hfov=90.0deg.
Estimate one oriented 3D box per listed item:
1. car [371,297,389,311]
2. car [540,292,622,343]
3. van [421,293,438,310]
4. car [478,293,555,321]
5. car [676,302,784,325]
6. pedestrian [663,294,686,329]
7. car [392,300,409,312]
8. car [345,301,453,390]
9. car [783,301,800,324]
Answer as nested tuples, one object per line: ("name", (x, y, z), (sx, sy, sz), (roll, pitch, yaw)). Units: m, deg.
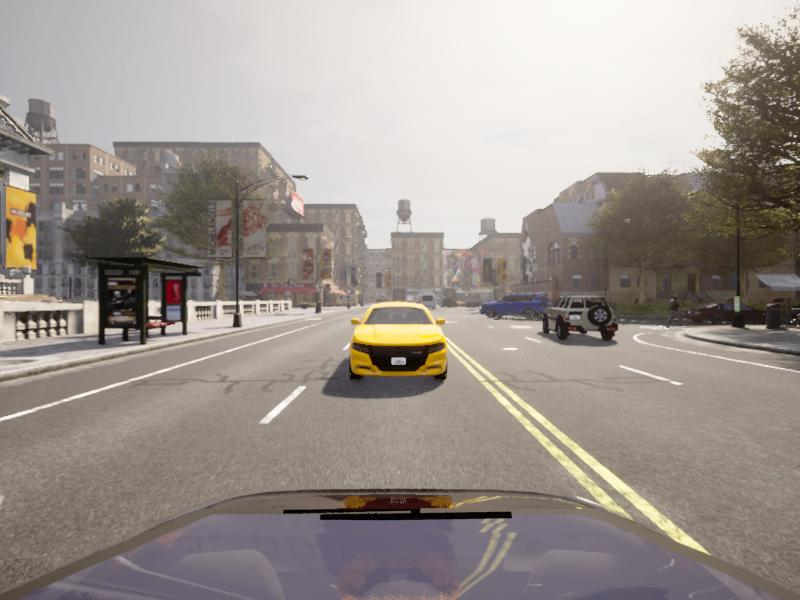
("car", (-2.907, 0.552, 58.375), (1.932, 1.855, 4.605), (0, 1, 7))
("car", (7.342, 0.624, 16.779), (1.932, 1.855, 4.605), (0, 0, 9))
("van", (4.529, 0.222, 60.927), (1.988, 2.561, 5.915), (0, 0, 10))
("car", (9.374, 0.512, 32.388), (5.566, 2.045, 2.150), (0, 1, 37))
("car", (21.387, 0.851, 26.084), (5.357, 1.411, 2.033), (0, 0, 0))
("pedestrian", (14.991, 0.601, 21.826), (0.751, 1.860, 0.751), (0, 0, -21))
("car", (0.119, 0.743, 51.757), (2.007, 1.525, 4.514), (0, 0, 3))
("car", (-0.051, 0.806, 9.487), (1.882, 1.535, 5.008), (0, 0, -1))
("car", (28.356, 0.793, 26.026), (4.902, 1.511, 2.128), (0, 0, -1))
